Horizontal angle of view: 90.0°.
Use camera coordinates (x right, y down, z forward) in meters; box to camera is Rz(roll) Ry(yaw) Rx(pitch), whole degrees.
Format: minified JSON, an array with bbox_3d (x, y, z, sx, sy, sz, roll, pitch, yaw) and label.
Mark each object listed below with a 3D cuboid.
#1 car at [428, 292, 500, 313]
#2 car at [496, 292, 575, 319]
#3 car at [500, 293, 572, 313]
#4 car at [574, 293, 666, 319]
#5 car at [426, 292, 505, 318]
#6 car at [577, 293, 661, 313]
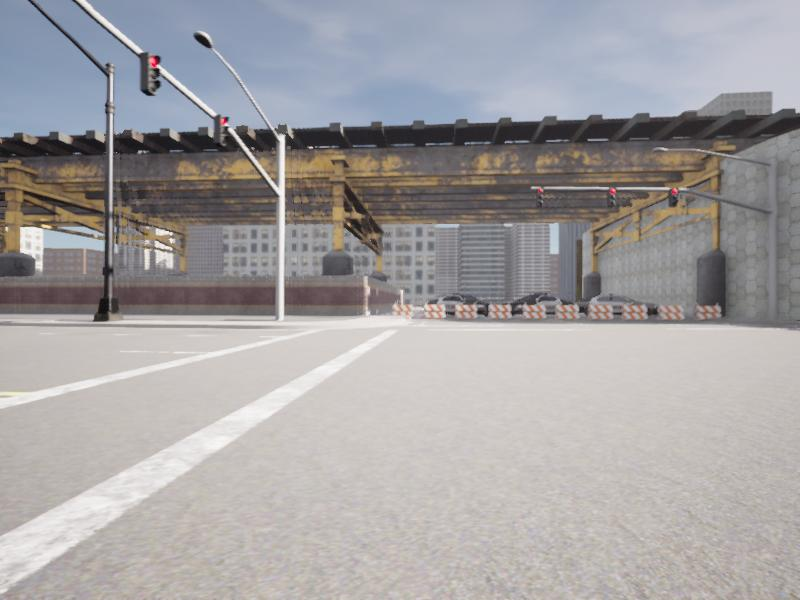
[{"bbox_3d":[4.107,0.170,26.217,1.853,1.218,4.536,0,0,-40],"label":"car"},{"bbox_3d":[8.719,0.338,25.655,4.974,1.542,2.038,0,0,-30],"label":"car"},{"bbox_3d":[8.764,0.181,25.682,4.536,1.218,1.853,0,0,-30],"label":"car"},{"bbox_3d":[14.141,0.355,25.820,4.974,1.542,2.038,0,0,35],"label":"car"},{"bbox_3d":[4.140,0.327,26.177,2.038,1.542,4.974,0,0,-40],"label":"car"},{"bbox_3d":[14.099,0.198,25.850,4.536,1.218,1.853,0,0,35],"label":"car"}]
